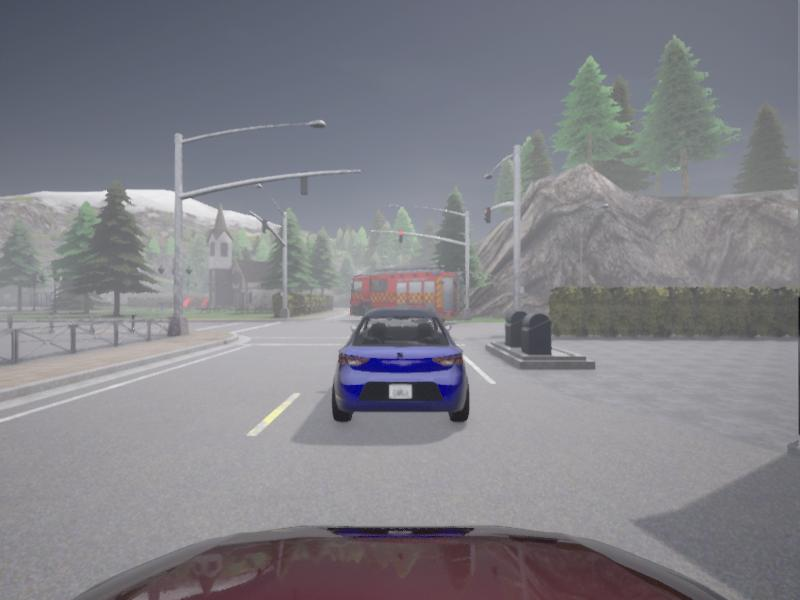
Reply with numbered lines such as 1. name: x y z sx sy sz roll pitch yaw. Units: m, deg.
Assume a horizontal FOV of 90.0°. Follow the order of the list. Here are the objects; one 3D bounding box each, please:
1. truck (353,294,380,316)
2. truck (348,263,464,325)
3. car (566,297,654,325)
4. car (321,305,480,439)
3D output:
1. truck: -3.439 0.503 42.504 2.390 2.098 6.274 0 0 0
2. truck: 0.166 -0.349 28.616 8.468 3.827 2.891 0 0 43
3. car: 13.279 0.671 25.542 4.553 1.767 2.097 0 0 0
4. car: 0.012 0.848 6.661 1.816 1.474 4.193 0 0 0
